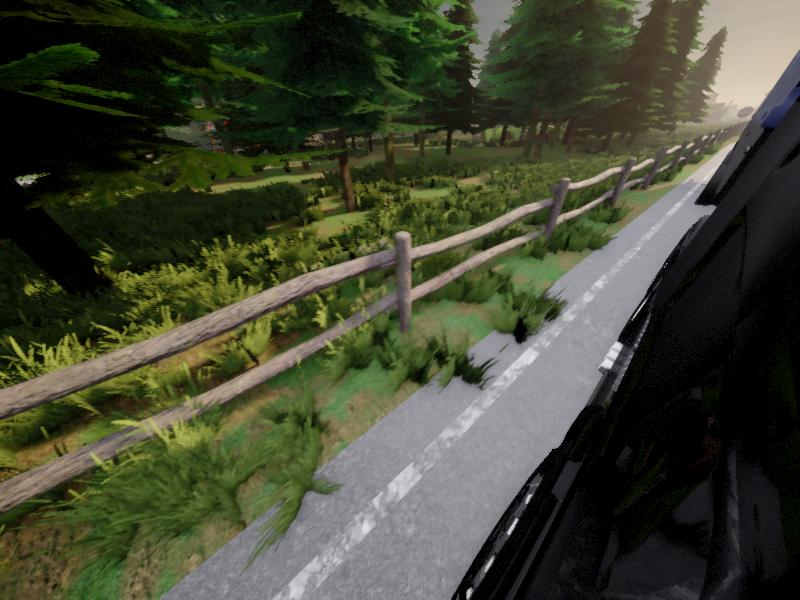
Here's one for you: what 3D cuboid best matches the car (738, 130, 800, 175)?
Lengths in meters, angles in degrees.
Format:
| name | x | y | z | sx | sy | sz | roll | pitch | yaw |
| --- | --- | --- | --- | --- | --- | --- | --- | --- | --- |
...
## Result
| name | x | y | z | sx | sy | sz | roll | pitch | yaw |
| --- | --- | --- | --- | --- | --- | --- | --- | --- | --- |
| car | 17.930 | -6.928 | 10.696 | 4.181 | 1.385 | 1.994 | -27 | 43 | -29 |

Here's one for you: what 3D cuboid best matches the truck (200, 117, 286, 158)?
| name | x | y | z | sx | sy | sz | roll | pitch | yaw |
| --- | --- | --- | --- | --- | --- | --- | --- | --- | --- |
| truck | -19.558 | -21.078 | 29.813 | 2.891 | 3.827 | 8.468 | 11 | 39 | 17 |

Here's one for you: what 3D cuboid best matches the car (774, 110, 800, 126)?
| name | x | y | z | sx | sy | sz | roll | pitch | yaw |
| --- | --- | --- | --- | --- | --- | --- | --- | --- | --- |
| car | 68.744 | -32.006 | 40.649 | 5.566 | 2.045 | 2.150 | -26 | 43 | -27 |

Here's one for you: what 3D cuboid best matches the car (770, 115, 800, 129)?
| name | x | y | z | sx | sy | sz | roll | pitch | yaw |
| --- | --- | --- | --- | --- | --- | --- | --- | --- | --- |
| car | 56.868 | -26.067 | 33.866 | 4.902 | 1.511 | 2.128 | -26 | 43 | -28 |

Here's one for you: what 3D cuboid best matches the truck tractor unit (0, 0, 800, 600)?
| name | x | y | z | sx | sy | sz | roll | pitch | yaw |
| --- | --- | --- | --- | --- | --- | --- | --- | --- | --- |
| truck tractor unit | 2.645 | -0.295 | 0.351 | 6.516 | 4.208 | 3.053 | -28 | 44 | -30 |

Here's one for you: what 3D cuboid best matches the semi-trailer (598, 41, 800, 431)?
| name | x | y | z | sx | sy | sz | roll | pitch | yaw |
| --- | --- | --- | --- | --- | --- | --- | --- | --- | --- |
| semi-trailer | 8.686 | -3.606 | 4.251 | 14.254 | 4.402 | 2.717 | -28 | 44 | -30 |
